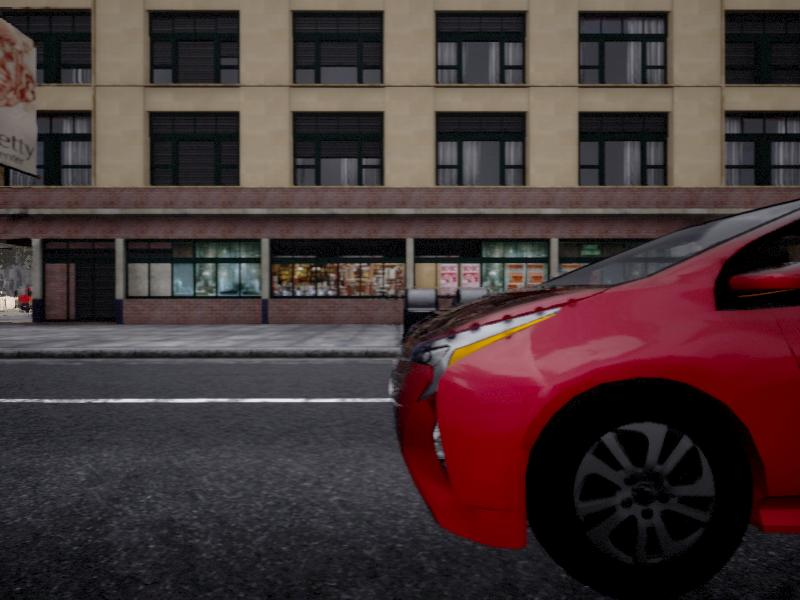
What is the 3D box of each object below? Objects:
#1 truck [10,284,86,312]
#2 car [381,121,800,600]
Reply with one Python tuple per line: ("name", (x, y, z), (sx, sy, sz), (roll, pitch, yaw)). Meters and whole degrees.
("truck", (-33.303, -0.194, 38.123), (2.627, 2.467, 5.204), (0, 0, 0))
("car", (2.199, 0.226, 2.206), (4.514, 1.525, 2.007), (0, 0, 0))
